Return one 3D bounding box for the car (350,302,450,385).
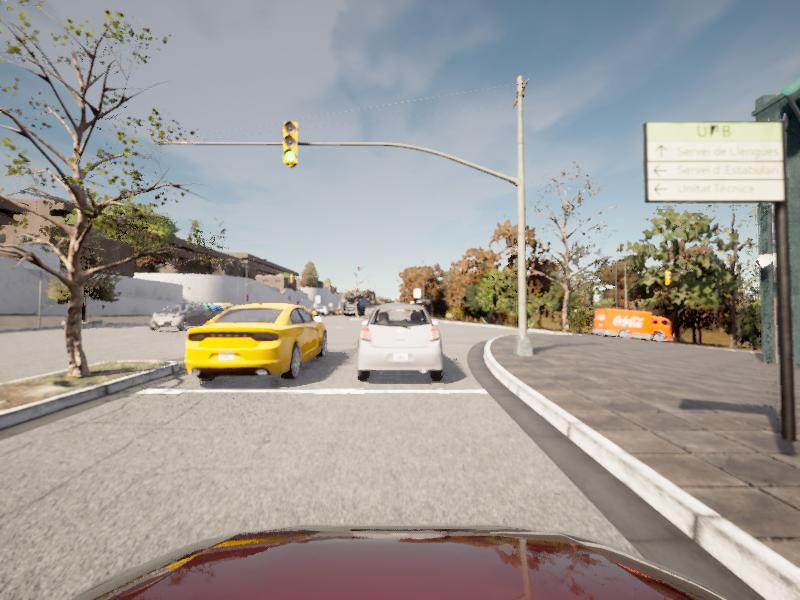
[{"bbox_3d":[0.000,0.823,9.210,1.845,1.501,3.633,0,0,0],"label":"car"}]

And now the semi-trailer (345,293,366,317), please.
[{"bbox_3d":[-8.840,1.140,81.994,2.717,4.402,14.254,0,-1,0],"label":"semi-trailer"}]

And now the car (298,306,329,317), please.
[{"bbox_3d":[-16.937,2.251,78.379,5.566,2.045,2.435,0,-1,-20],"label":"car"}]

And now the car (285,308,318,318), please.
[{"bbox_3d":[-17.085,2.285,69.378,5.366,1.575,1.946,0,-1,-20],"label":"car"}]

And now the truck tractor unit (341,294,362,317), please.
[{"bbox_3d":[-8.839,1.046,74.076,3.053,4.208,6.516,0,-2,0],"label":"truck tractor unit"}]

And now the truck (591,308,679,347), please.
[{"bbox_3d":[18.483,2.115,31.727,5.204,2.467,2.627,5,-2,3],"label":"truck"}]

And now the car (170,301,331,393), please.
[{"bbox_3d":[-3.000,0.817,9.374,1.882,1.535,5.008,0,0,0],"label":"car"}]

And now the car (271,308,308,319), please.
[{"bbox_3d":[-16.743,2.079,60.565,5.366,1.575,1.946,0,-2,-20],"label":"car"}]

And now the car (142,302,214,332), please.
[{"bbox_3d":[-11.847,0.899,21.672,1.845,1.501,3.633,0,-2,0],"label":"car"}]

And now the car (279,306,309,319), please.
[{"bbox_3d":[-16.808,1.925,63.528,4.442,1.987,1.878,0,-2,-20],"label":"car"}]
